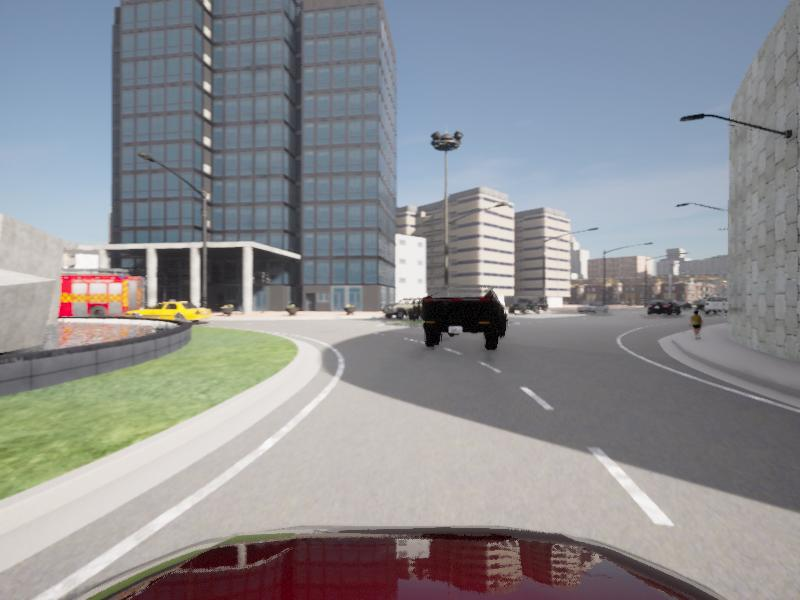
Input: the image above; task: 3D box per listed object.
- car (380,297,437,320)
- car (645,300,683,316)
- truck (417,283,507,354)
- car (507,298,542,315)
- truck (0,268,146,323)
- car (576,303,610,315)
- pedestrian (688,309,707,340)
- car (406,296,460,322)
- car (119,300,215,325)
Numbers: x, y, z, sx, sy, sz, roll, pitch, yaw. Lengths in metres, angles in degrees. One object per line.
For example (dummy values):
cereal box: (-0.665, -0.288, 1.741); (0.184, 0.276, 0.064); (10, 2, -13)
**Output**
car: (0.782, 0.671, 34.218); (4.605, 1.855, 1.932); (0, 0, -34)
car: (28.482, 0.815, 43.091); (4.611, 1.667, 2.242); (0, 0, -41)
truck: (2.635, 0.553, 15.073); (2.390, 2.098, 6.274); (0, 0, 18)
car: (13.891, 0.686, 44.459); (3.866, 1.878, 1.905); (0, 0, -40)
truck: (-24.124, -0.340, 29.652); (8.468, 3.827, 2.891); (0, 0, -6)
car: (22.938, 0.997, 47.574); (4.718, 1.301, 1.895); (0, 0, -40)
pedestrian: (10.949, 0.888, 14.730); (0.500, 1.100, 0.500); (0, 0, 28)
car: (2.581, 0.664, 31.249); (3.866, 1.878, 1.905); (0, 0, -34)
car: (-15.275, 0.795, 26.388); (5.366, 1.575, 1.801); (0, 0, 4)
